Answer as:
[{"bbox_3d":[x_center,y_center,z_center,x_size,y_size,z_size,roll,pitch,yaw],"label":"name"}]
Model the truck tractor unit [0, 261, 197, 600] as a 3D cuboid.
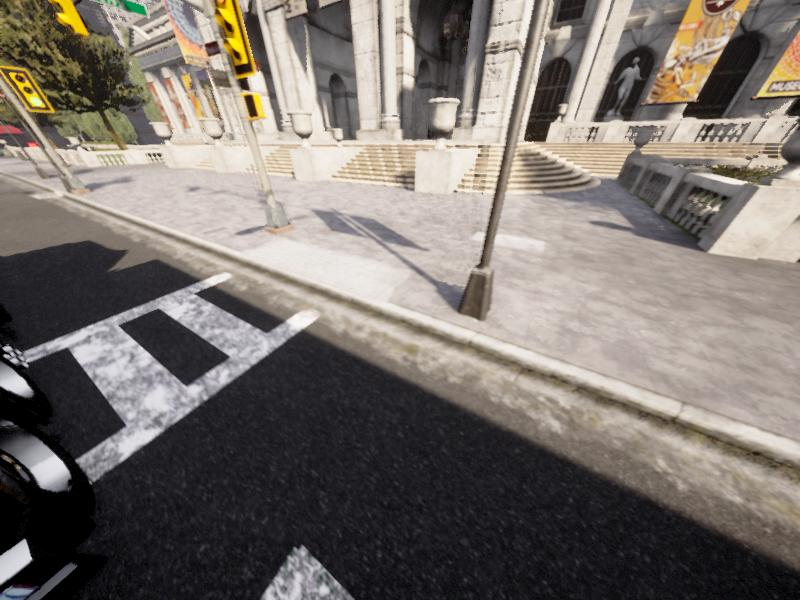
[{"bbox_3d":[-5.108,-0.304,0.787,6.516,4.208,3.053,18,39,24],"label":"truck tractor unit"}]
